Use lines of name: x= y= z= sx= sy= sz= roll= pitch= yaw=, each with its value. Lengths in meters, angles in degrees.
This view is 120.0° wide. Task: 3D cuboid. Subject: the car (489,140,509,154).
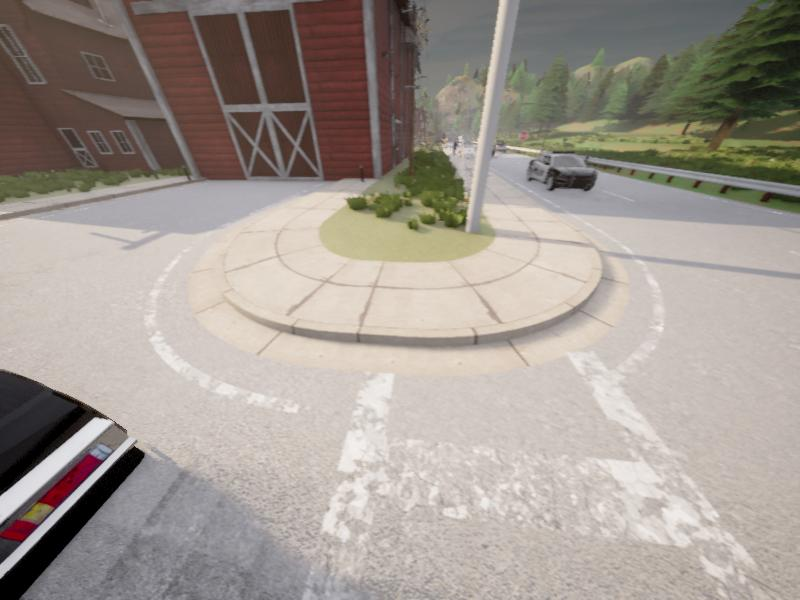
car: x=15.515 y=-24.105 z=36.364 sx=1.851 sy=1.617 sz=3.988 roll=4 pitch=36 yaw=6

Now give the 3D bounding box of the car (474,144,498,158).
car: x=11.039 y=-19.372 z=30.025 sx=1.895 sy=1.301 sz=4.718 roll=4 pitch=36 yaw=6

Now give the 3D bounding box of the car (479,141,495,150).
car: x=16.752 y=-30.012 z=44.824 sx=1.812 sy=1.442 sz=4.674 roll=4 pitch=36 yaw=6

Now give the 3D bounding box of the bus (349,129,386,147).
bus: x=-9.732 y=-49.729 z=70.691 sx=10.273 sy=4.253 sz=3.944 roll=-21 pitch=40 yaw=-26

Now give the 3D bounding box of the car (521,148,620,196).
car: x=8.427 y=-6.943 z=12.216 sx=1.930 sy=1.638 sz=5.238 roll=4 pitch=36 yaw=6

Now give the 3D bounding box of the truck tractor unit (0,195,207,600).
truck tractor unit: x=-5.357 y=0.134 z=0.164 sx=6.516 sy=4.208 sz=3.053 roll=4 pitch=36 yaw=5

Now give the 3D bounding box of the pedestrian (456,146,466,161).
pedestrian: x=6.136 y=-14.772 z=23.302 sx=0.751 sy=1.300 sz=0.751 roll=4 pitch=36 yaw=7

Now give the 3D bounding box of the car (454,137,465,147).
car: x=15.594 y=-41.633 z=60.742 sx=2.150 sy=2.045 sz=5.566 roll=4 pitch=36 yaw=6

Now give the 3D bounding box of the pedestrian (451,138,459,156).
pedestrian: x=7.185 y=-20.013 z=30.201 sx=0.751 sy=1.860 sz=0.751 roll=2 pitch=35 yaw=4
